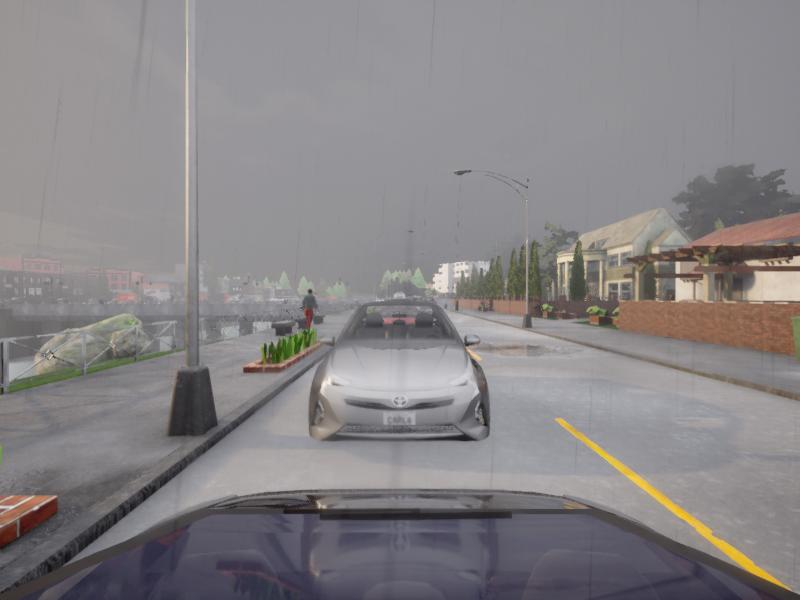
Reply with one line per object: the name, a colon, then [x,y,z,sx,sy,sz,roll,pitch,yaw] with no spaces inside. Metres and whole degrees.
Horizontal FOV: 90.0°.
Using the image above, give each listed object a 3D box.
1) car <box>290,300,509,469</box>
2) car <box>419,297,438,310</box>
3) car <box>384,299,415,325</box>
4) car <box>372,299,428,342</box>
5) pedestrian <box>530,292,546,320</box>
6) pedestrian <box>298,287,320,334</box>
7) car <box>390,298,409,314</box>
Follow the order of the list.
car: [-0.006,0.778,5.929,2.007,1.525,4.514,0,0,0]
car: [3.955,0.437,56.124,2.242,1.667,4.611,0,0,0]
car: [-0.019,0.699,25.356,1.816,1.474,4.193,0,0,0]
car: [-0.014,0.722,16.530,2.007,1.525,4.514,0,0,0]
pedestrian: [9.153,0.374,26.557,0.751,1.860,0.751,0,0,-1]
pedestrian: [-3.696,0.427,16.257,0.751,1.860,0.751,0,0,-1]
car: [-0.033,0.575,42.740,1.882,1.535,5.008,0,0,0]
